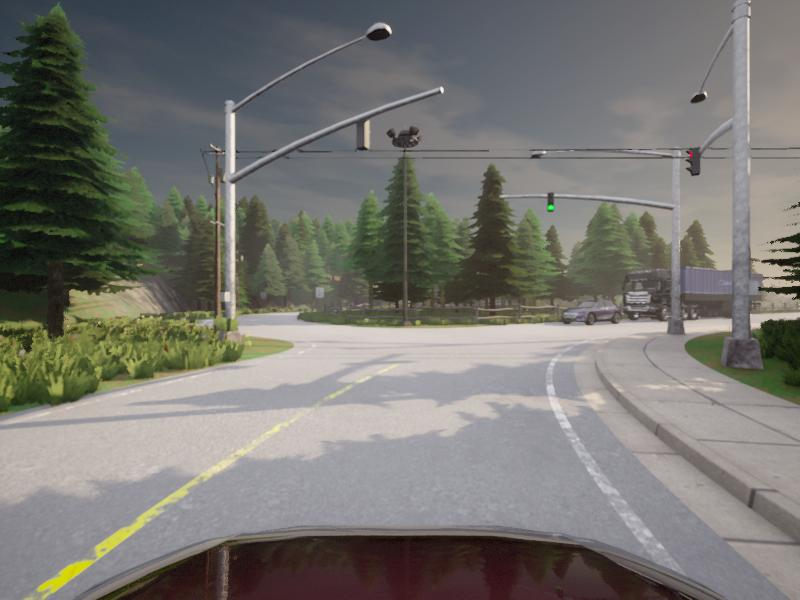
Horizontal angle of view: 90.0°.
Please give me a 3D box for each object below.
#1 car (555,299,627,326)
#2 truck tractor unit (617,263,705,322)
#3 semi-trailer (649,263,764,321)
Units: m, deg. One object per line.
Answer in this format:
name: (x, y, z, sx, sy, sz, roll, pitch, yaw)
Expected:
car: (12.784, 0.786, 26.655, 4.856, 1.649, 2.033, 0, 0, -32)
truck tractor unit: (20.332, -0.506, 31.110, 6.516, 4.208, 3.053, 0, 0, -30)
semi-trailer: (27.191, -0.606, 35.053, 14.254, 4.402, 2.717, 0, 0, -30)
